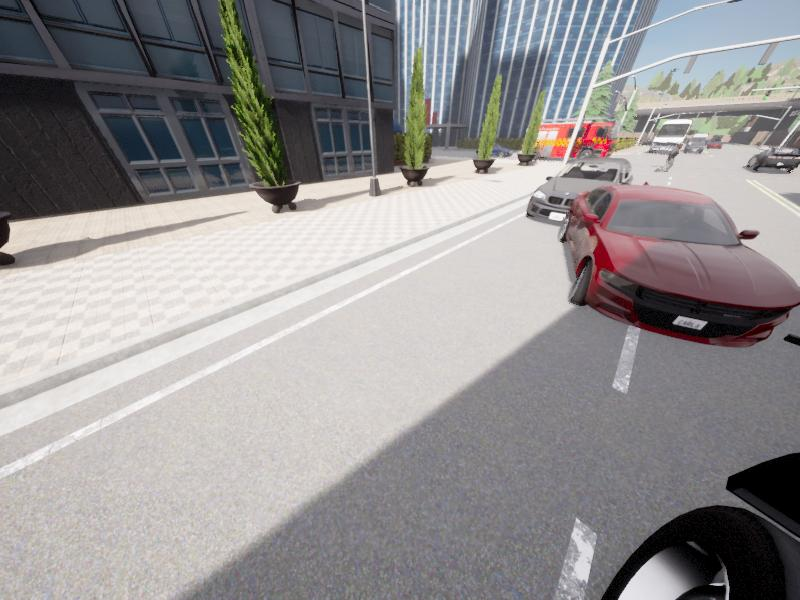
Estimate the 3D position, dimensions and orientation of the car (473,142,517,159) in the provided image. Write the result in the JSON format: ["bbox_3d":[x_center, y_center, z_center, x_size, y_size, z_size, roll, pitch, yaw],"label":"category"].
[{"bbox_3d":[12.694,-20.189,31.099,4.856,1.649,2.033,29,45,35],"label":"car"}]

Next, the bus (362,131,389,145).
[{"bbox_3d":[-9.690,-64.492,91.968,3.944,4.253,10.273,30,45,35],"label":"bus"}]

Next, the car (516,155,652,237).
[{"bbox_3d":[6.272,-3.785,7.810,4.611,1.667,2.242,-29,44,-35],"label":"car"}]

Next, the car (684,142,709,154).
[{"bbox_3d":[46.284,-23.844,36.183,1.812,1.442,4.674,30,45,35],"label":"car"}]

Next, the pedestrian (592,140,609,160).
[{"bbox_3d":[23.302,-17.491,26.935,0.751,1.860,0.751,14,38,20],"label":"pedestrian"}]

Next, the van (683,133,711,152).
[{"bbox_3d":[51.732,-27.487,40.366,1.988,2.561,5.915,29,45,35],"label":"van"}]

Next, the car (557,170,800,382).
[{"bbox_3d":[4.421,-1.243,4.310,1.882,1.535,5.008,16,38,22],"label":"car"}]

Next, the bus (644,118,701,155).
[{"bbox_3d":[43.158,-25.934,36.740,3.944,4.253,10.273,30,45,35],"label":"bus"}]

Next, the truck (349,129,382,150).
[{"bbox_3d":[-8.339,-38.479,55.353,8.468,3.827,2.891,29,45,35],"label":"truck"}]

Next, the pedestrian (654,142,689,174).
[{"bbox_3d":[19.491,-10.203,16.605,0.751,1.860,0.751,-22,40,-27],"label":"pedestrian"}]

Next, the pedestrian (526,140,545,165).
[{"bbox_3d":[12.119,-13.188,20.645,0.751,1.860,0.751,-28,43,-33],"label":"pedestrian"}]

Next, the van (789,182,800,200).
[{"bbox_3d":[16.808,-4.158,7.584,2.351,2.431,6.366,30,45,35],"label":"van"}]

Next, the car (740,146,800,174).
[{"bbox_3d":[28.977,-10.897,17.859,2.128,1.511,4.902,30,45,35],"label":"car"}]

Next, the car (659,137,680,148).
[{"bbox_3d":[63.514,-37.234,54.549,2.150,2.045,5.566,24,42,30],"label":"car"}]

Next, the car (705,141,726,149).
[{"bbox_3d":[66.484,-32.763,48.763,1.994,1.385,4.181,29,45,35],"label":"car"}]

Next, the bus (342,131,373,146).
[{"bbox_3d":[-15.246,-58.614,83.657,3.944,4.253,10.273,30,45,35],"label":"bus"}]

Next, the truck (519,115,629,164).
[{"bbox_3d":[18.445,-17.556,25.401,2.891,3.827,8.468,-27,43,-33],"label":"truck"}]
